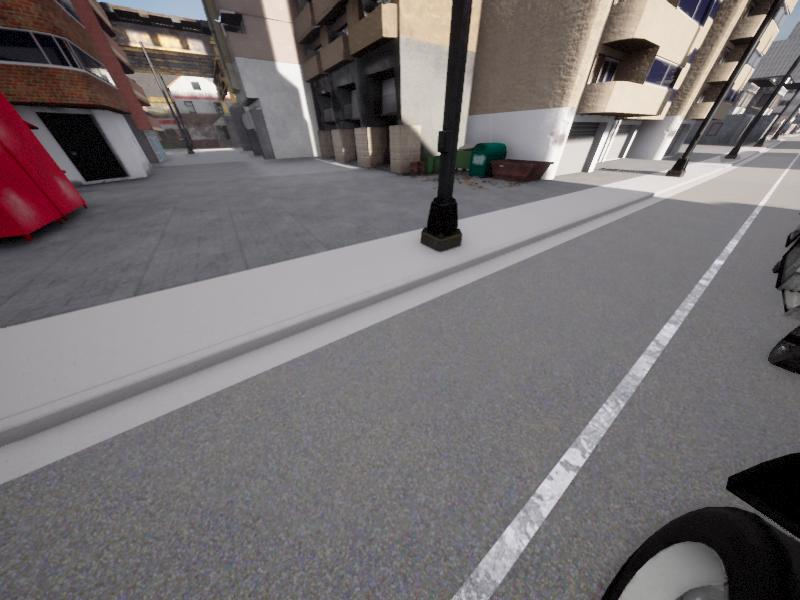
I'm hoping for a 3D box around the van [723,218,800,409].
[{"bbox_3d":[7.034,-0.627,2.654,6.366,2.431,2.351,-22,40,-28],"label":"van"}]

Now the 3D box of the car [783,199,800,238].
[{"bbox_3d":[13.194,-2.708,6.355,4.902,1.511,2.128,-22,40,-27],"label":"car"}]
